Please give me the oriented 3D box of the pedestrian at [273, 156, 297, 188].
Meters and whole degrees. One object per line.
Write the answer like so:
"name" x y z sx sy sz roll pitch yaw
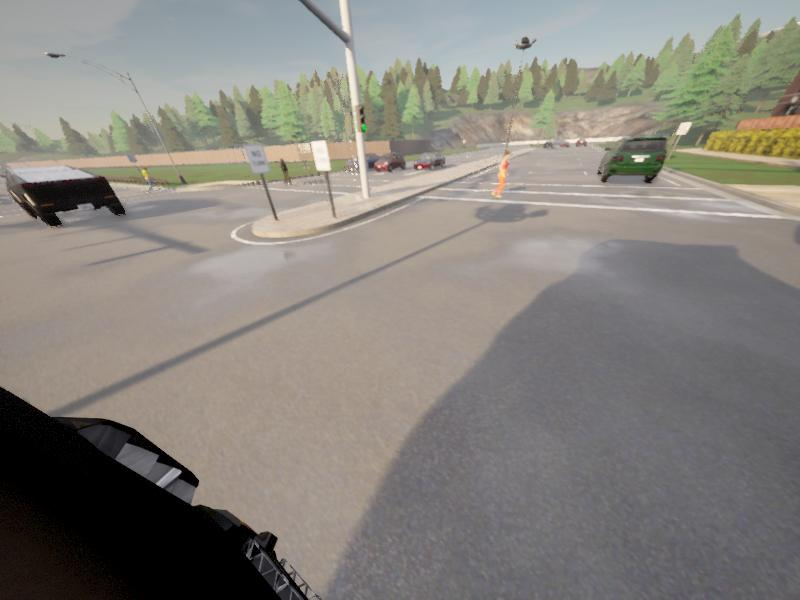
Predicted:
"pedestrian" -8.177 -9.122 16.487 0.751 1.860 0.751 16 38 26

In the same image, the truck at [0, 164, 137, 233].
"truck" -15.339 -4.825 10.442 6.274 2.098 2.390 16 38 26

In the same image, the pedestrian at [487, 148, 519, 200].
"pedestrian" 4.443 -5.443 10.011 0.751 1.860 0.751 19 40 29

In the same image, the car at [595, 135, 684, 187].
"car" 12.904 -7.971 13.018 2.150 2.045 5.566 17 39 27

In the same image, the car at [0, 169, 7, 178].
"car" -92.653 -28.902 52.934 3.988 1.617 1.851 16 38 26

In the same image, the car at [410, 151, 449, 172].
"car" 3.110 -14.388 23.881 2.163 1.488 4.792 16 38 26

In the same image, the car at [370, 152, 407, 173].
"car" -1.037 -14.217 23.832 1.851 1.617 3.988 16 38 26

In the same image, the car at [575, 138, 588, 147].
"car" 45.853 -39.882 58.456 2.097 1.767 4.553 17 38 27

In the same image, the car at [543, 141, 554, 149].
"car" 37.705 -39.452 58.697 1.837 1.490 4.892 16 38 26

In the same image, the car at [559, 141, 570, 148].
"car" 41.593 -39.338 58.403 1.895 1.301 4.718 17 38 27

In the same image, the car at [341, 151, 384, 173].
"car" -3.987 -15.236 25.415 2.097 1.767 4.553 16 38 26

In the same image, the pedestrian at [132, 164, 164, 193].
"pedestrian" -18.759 -9.072 17.229 0.751 1.860 0.751 16 38 26
